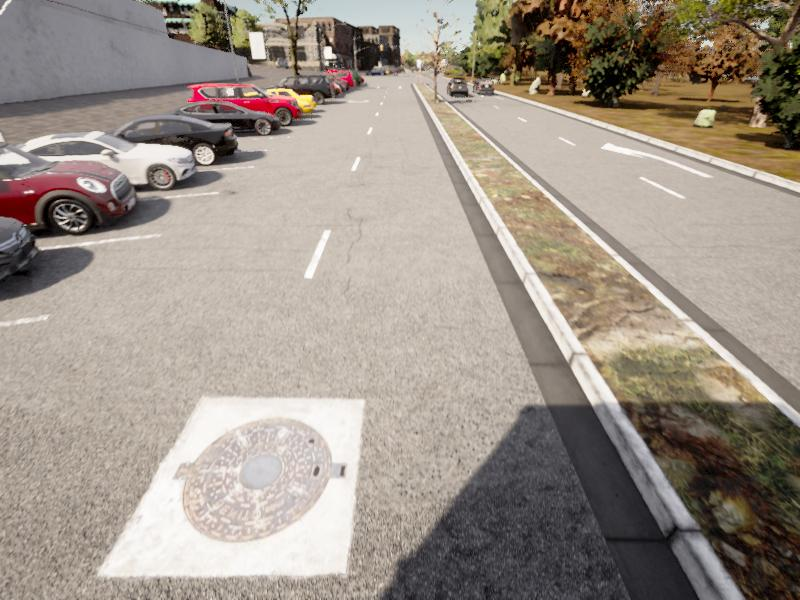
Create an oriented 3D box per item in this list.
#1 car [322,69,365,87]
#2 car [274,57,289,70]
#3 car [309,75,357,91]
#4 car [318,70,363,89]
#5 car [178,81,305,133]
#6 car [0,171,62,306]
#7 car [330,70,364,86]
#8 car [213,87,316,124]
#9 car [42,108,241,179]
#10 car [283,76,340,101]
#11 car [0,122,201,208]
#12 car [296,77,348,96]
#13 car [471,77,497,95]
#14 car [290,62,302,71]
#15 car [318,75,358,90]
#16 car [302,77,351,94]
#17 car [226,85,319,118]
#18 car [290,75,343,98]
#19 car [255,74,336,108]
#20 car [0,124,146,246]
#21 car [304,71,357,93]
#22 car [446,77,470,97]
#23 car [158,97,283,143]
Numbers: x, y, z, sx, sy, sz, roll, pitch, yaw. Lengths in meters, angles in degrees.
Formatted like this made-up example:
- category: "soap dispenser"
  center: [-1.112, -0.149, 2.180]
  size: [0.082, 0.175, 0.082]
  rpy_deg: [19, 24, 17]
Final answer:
- category: "car"
  center: [-8.004, -31.578, 56.947]
  size: [5.566, 2.045, 2.435]
  rpy_deg: [-11, 32, -16]
- category: "car"
  center: [-25.476, -50.741, 85.966]
  size: [2.435, 2.045, 5.566]
  rpy_deg: [-5, 30, -19]
- category: "car"
  center: [-8.239, -26.736, 49.238]
  size: [5.366, 1.575, 1.946]
  rpy_deg: [-11, 32, -17]
- category: "car"
  center: [-8.075, -30.034, 54.332]
  size: [5.566, 2.045, 2.435]
  rpy_deg: [-11, 32, -17]
- category: "car"
  center: [-8.048, -10.126, 20.803]
  size: [5.566, 2.045, 2.435]
  rpy_deg: [-11, 32, -17]
- category: "car"
  center: [-8.072, -0.604, 5.501]
  size: [4.674, 1.452, 2.002]
  rpy_deg: [-11, 32, -17]
- category: "car"
  center: [-7.891, -33.101, 59.574]
  size: [4.442, 1.987, 1.878]
  rpy_deg: [-11, 32, -16]
- category: "car"
  center: [-7.895, -11.485, 23.547]
  size: [5.366, 1.575, 1.946]
  rpy_deg: [-11, 32, -17]
- category: "car"
  center: [-8.062, -5.264, 13.201]
  size: [5.008, 1.535, 2.097]
  rpy_deg: [-11, 33, -17]
- category: "car"
  center: [-8.040, -19.242, 36.320]
  size: [4.553, 1.767, 2.185]
  rpy_deg: [-11, 33, -17]
- category: "car"
  center: [-8.072, -3.686, 10.649]
  size: [4.674, 1.452, 2.002]
  rpy_deg: [-11, 32, -17]
- category: "car"
  center: [-8.077, -22.188, 41.544]
  size: [4.892, 1.521, 2.231]
  rpy_deg: [-11, 32, -17]
- category: "car"
  center: [8.732, -22.419, 41.889]
  size: [1.789, 1.549, 3.705]
  rpy_deg: [0, 31, 0]
- category: "car"
  center: [-22.481, -50.227, 86.203]
  size: [2.002, 1.452, 4.674]
  rpy_deg: [-5, 30, -20]
- category: "car"
  center: [-8.052, -28.261, 51.900]
  size: [4.674, 1.452, 2.002]
  rpy_deg: [-11, 32, -17]
- category: "car"
  center: [-8.095, -23.683, 44.127]
  size: [4.792, 1.488, 2.163]
  rpy_deg: [-11, 32, -17]
- category: "car"
  center: [-8.242, -12.952, 26.009]
  size: [5.366, 1.575, 1.946]
  rpy_deg: [-11, 33, -17]
- category: "car"
  center: [-8.103, -20.764, 38.889]
  size: [4.553, 1.767, 2.185]
  rpy_deg: [-11, 32, -17]
- category: "car"
  center: [-8.097, -16.269, 31.076]
  size: [5.566, 2.045, 2.435]
  rpy_deg: [-11, 33, -17]
- category: "car"
  center: [-8.101, -2.281, 7.981]
  size: [4.553, 1.767, 2.185]
  rpy_deg: [-11, 32, -17]
- category: "car"
  center: [-8.097, -25.452, 46.571]
  size: [5.566, 2.045, 2.435]
  rpy_deg: [-11, 32, -17]
- category: "car"
  center: [5.734, -21.311, 39.967]
  size: [1.851, 1.617, 3.988]
  rpy_deg: [0, 31, 0]
- category: "car"
  center: [-8.043, -8.340, 18.372]
  size: [4.792, 1.488, 2.163]
  rpy_deg: [-11, 32, -17]
